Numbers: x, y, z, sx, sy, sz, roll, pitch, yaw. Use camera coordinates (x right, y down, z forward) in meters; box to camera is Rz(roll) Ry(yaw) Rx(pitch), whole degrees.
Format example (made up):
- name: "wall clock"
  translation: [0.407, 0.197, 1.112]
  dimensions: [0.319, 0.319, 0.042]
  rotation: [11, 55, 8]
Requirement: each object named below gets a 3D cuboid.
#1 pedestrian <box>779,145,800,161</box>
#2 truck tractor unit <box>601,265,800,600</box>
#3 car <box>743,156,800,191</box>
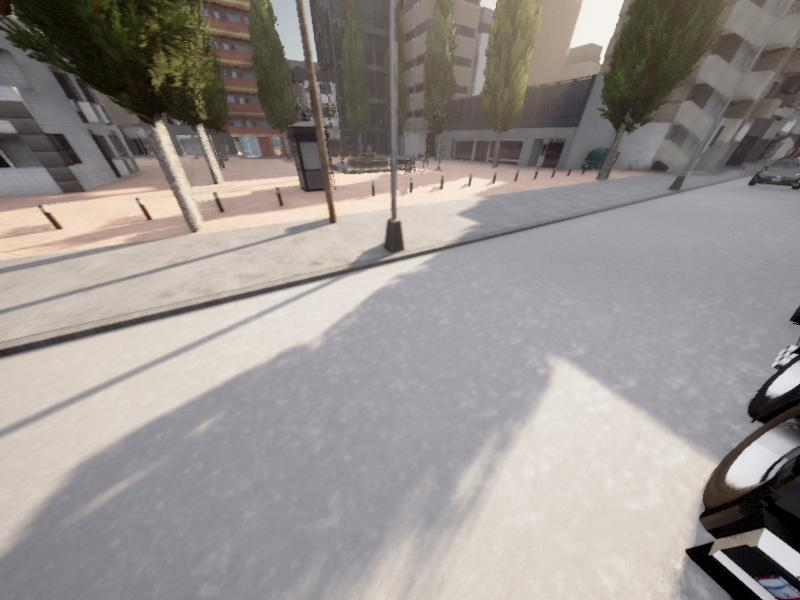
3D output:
- name: "pedestrian"
  translation: [54.000, -20.374, 31.973]
  dimensions: [0.751, 1.860, 0.751]
  rotation: [-18, 39, -25]
- name: "truck tractor unit"
  translation: [5.115, -0.295, 0.780]
  dimensions: [6.516, 4.208, 3.053]
  rotation: [-18, 39, -24]
- name: "car"
  translation: [23.952, -7.906, 14.272]
  dimensions: [4.514, 1.525, 2.007]
  rotation: [-18, 39, -24]
